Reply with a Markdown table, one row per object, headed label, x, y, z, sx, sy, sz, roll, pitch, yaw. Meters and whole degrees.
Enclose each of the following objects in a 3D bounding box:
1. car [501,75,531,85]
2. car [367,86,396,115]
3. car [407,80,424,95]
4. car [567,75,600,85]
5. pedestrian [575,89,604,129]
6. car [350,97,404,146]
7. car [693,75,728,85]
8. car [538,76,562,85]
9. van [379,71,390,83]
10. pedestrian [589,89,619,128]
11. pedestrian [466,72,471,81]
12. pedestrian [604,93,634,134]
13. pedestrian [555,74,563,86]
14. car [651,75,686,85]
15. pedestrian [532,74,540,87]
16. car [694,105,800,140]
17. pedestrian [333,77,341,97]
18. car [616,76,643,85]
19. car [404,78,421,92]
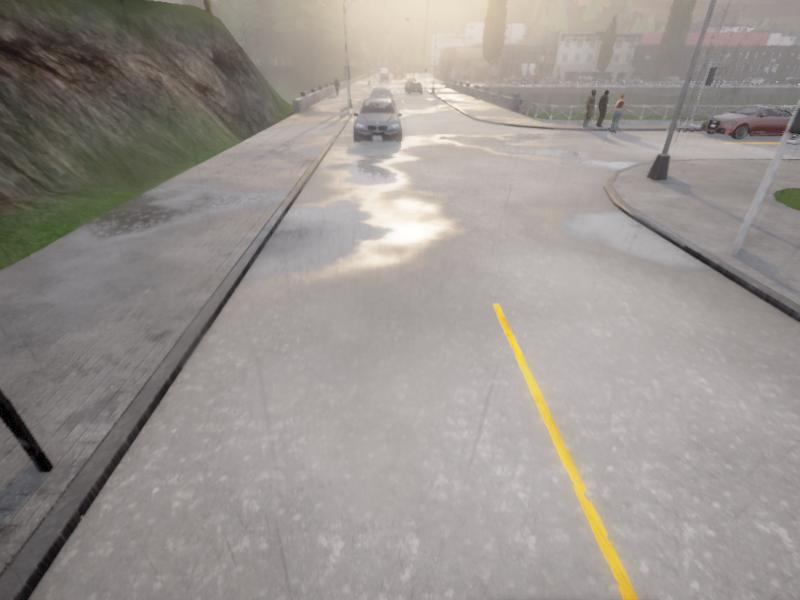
| label | x | y | z | sx | sy | sz | roll | pitch | yaw |
| --- | --- | --- | --- | --- | --- | --- | --- | --- | --- |
| car | 22.191 | -42.175 | 76.617 | 5.027 | 1.651 | 2.152 | -1 | 30 | -2 |
| car | -1.417 | -15.264 | 30.478 | 2.033 | 1.649 | 4.856 | -1 | 30 | -2 |
| car | 1.868 | -26.726 | 50.240 | 1.816 | 1.474 | 4.193 | -1 | 30 | -2 |
| car | 35.203 | -42.355 | 76.977 | 5.238 | 1.638 | 1.930 | -1 | 30 | -1 |
| pedestrian | 10.167 | -10.265 | 21.491 | 0.751 | 1.860 | 0.751 | -14 | 33 | -23 |
| car | -1.035 | -8.573 | 18.996 | 2.242 | 1.667 | 4.611 | -1 | 30 | -2 |
| car | 60.226 | -42.688 | 77.678 | 4.856 | 1.649 | 2.033 | -1 | 30 | -2 |
| car | 28.763 | -42.199 | 76.838 | 3.806 | 1.475 | 1.970 | -1 | 30 | -2 |
| van | -3.240 | -45.549 | 81.836 | 2.069 | 2.038 | 4.480 | -2 | 30 | -4 |
| pedestrian | 11.066 | -10.429 | 21.760 | 0.751 | 1.860 | 0.751 | -3 | 30 | -5 |
| pedestrian | 15.179 | -49.441 | 88.516 | 0.751 | 1.860 | 0.751 | 23 | 37 | 33 |
| pedestrian | 11.211 | -9.586 | 20.559 | 0.751 | 1.860 | 0.751 | 4 | 31 | 7 |
| pedestrian | 26.885 | -37.229 | 67.703 | 0.751 | 1.860 | 0.751 | 2 | 30 | 3 |
| car | 51.974 | -42.576 | 77.448 | 5.238 | 1.638 | 1.930 | -1 | 30 | -2 |
| pedestrian | 22.261 | -35.959 | 65.506 | 0.751 | 1.860 | 0.751 | -1 | 30 | -3 |
| car | 17.560 | -8.849 | 19.869 | 4.181 | 1.385 | 1.994 | -1 | 30 | -2 |
| pedestrian | -6.800 | -23.048 | 43.267 | 0.751 | 1.860 | 0.751 | -4 | 31 | -7 |
| car | 44.309 | -42.368 | 77.296 | 3.806 | 1.475 | 1.970 | -1 | 30 | -2 |
| car | 1.669 | -30.082 | 55.920 | 2.038 | 1.542 | 4.974 | -1 | 30 | -2 |
